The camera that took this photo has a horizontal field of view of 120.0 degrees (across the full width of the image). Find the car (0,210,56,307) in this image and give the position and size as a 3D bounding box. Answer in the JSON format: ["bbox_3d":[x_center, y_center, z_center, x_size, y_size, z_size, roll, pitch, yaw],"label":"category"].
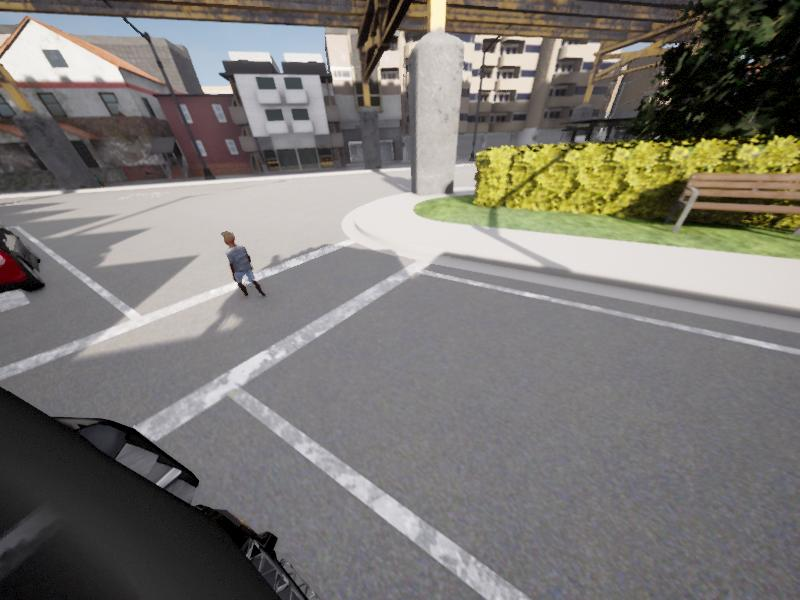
[{"bbox_3d":[-9.230,-0.867,4.612,3.806,1.475,1.970,19,39,29],"label":"car"}]

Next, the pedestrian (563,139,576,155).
[{"bbox_3d":[24.090,-21.692,32.829,0.751,1.860,0.751,-6,34,-5],"label":"pedestrian"}]

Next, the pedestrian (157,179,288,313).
[{"bbox_3d":[-2.641,-0.833,3.674,0.751,1.860,0.751,13,37,23],"label":"pedestrian"}]

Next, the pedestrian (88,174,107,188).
[{"bbox_3d":[-27.348,-10.765,20.916,0.500,1.100,0.500,-21,38,-26],"label":"pedestrian"}]
